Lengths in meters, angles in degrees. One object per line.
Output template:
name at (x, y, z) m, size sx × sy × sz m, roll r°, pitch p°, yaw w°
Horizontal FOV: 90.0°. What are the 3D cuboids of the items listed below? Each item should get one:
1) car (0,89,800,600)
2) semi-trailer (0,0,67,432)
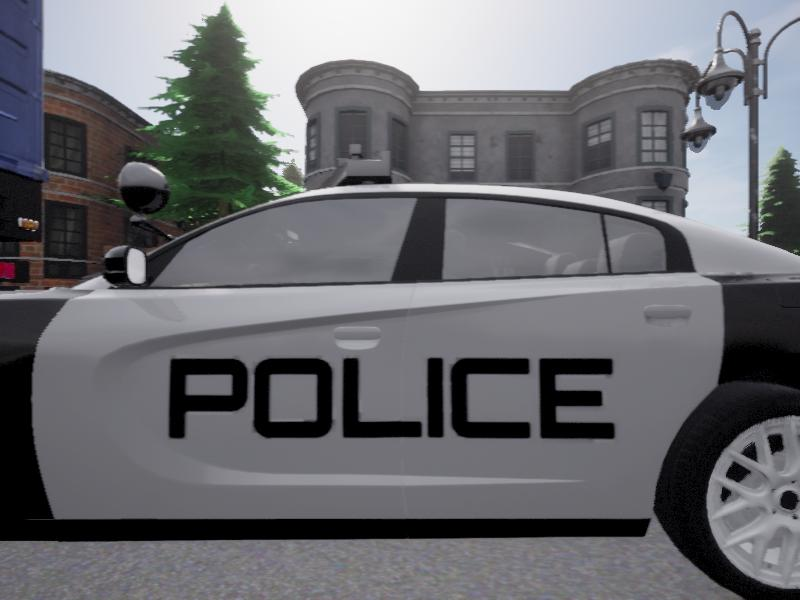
car at (-0.301, 0.172, 2.200) m, size 5.238 × 1.638 × 1.930 m, roll 0°, pitch 0°, yaw 0°
semi-trailer at (-10.091, -1.205, 2.207) m, size 14.254 × 4.402 × 2.717 m, roll 0°, pitch 0°, yaw 0°
